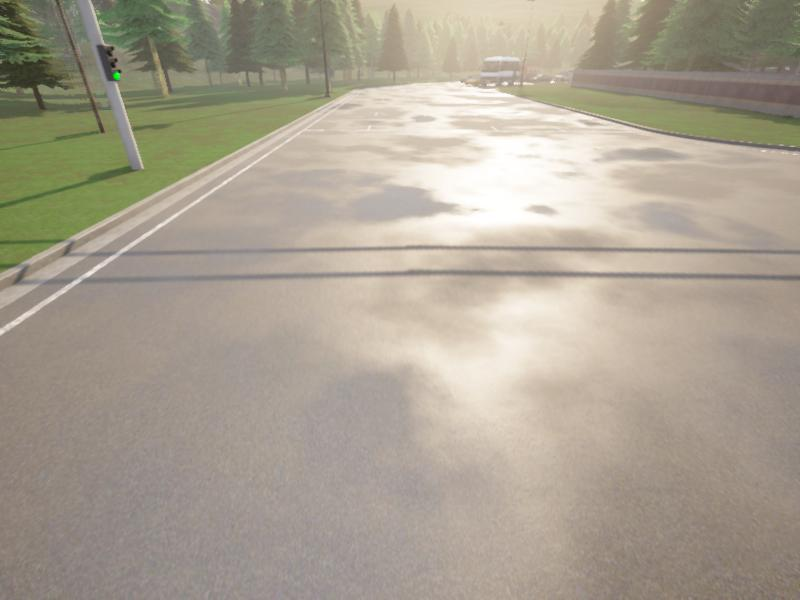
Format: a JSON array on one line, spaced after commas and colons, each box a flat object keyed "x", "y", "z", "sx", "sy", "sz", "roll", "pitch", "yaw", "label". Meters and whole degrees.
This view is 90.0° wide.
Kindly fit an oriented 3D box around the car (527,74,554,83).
[{"x": 28.189, "y": -44.442, "z": 80.400, "sx": 4.792, "sy": 1.488, "sz": 2.163, "roll": -15, "pitch": 33, "yaw": -23, "label": "car"}]

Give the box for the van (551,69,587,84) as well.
[{"x": 33.266, "y": -44.094, "z": 78.859, "sx": 6.366, "sy": 2.431, "sz": 2.351, "roll": -14, "pitch": 33, "yaw": -22, "label": "van"}]

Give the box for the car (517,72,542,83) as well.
[{"x": 26.817, "y": -46.249, "z": 83.090, "sx": 4.605, "sy": 1.855, "sz": 1.932, "roll": -15, "pitch": 33, "yaw": -23, "label": "car"}]

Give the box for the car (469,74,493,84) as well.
[{"x": 15.469, "y": -42.161, "z": 76.332, "sx": 2.033, "sy": 1.649, "sz": 4.856, "roll": 24, "pitch": 38, "yaw": 35, "label": "car"}]

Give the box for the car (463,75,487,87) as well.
[{"x": 13.021, "y": -37.828, "z": 69.038, "sx": 1.801, "sy": 1.575, "sz": 5.366, "roll": 19, "pitch": 35, "yaw": 29, "label": "car"}]

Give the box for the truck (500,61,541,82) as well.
[{"x": 26.833, "y": -50.992, "z": 89.250, "sx": 8.468, "sy": 3.827, "sz": 2.891, "roll": -14, "pitch": 33, "yaw": -22, "label": "truck"}]

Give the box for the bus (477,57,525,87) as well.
[{"x": 17.239, "y": -38.858, "z": 68.110, "sx": 3.944, "sy": 4.253, "sz": 10.273, "roll": 19, "pitch": 35, "yaw": 29, "label": "bus"}]
